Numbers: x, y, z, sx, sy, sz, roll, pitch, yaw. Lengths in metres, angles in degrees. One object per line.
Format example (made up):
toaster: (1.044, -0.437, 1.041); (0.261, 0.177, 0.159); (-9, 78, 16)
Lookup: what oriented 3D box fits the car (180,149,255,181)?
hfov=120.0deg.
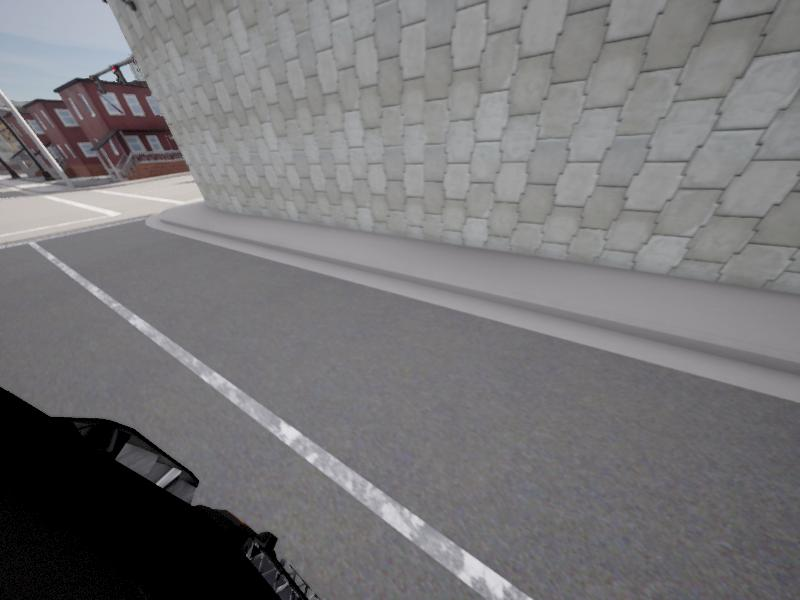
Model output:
car: (-16.419, -12.413, 21.142); (2.033, 1.649, 4.856); (16, 43, 25)
